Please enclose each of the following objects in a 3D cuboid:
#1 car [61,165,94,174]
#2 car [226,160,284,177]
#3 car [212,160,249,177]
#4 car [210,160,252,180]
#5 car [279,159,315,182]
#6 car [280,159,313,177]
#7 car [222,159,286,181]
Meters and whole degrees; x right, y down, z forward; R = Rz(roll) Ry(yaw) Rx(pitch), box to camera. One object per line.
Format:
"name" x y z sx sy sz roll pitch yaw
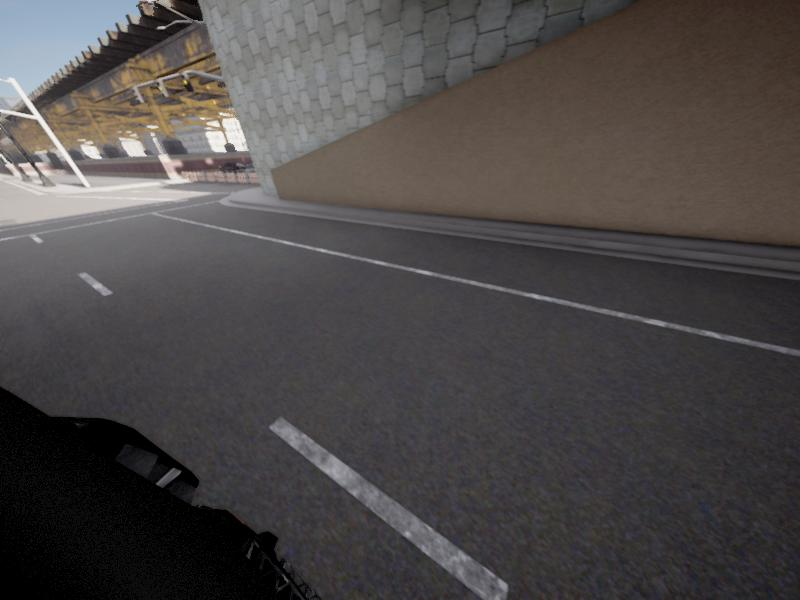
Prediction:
"car" -78.389 -31.808 56.226 2.038 1.542 4.974 -10 34 -11
"car" -14.768 -13.558 23.732 4.536 1.218 1.853 -5 34 -3
"car" -18.758 -14.779 25.867 1.853 1.218 4.536 -10 34 -11
"car" -18.738 -14.620 25.912 2.038 1.542 4.974 -10 34 -11
"car" -9.834 -12.407 21.917 2.038 1.542 4.974 -19 37 -23
"car" -9.867 -12.562 21.868 1.853 1.218 4.536 -19 37 -23
"car" -14.813 -13.422 23.816 4.974 1.542 2.038 -5 34 -3
